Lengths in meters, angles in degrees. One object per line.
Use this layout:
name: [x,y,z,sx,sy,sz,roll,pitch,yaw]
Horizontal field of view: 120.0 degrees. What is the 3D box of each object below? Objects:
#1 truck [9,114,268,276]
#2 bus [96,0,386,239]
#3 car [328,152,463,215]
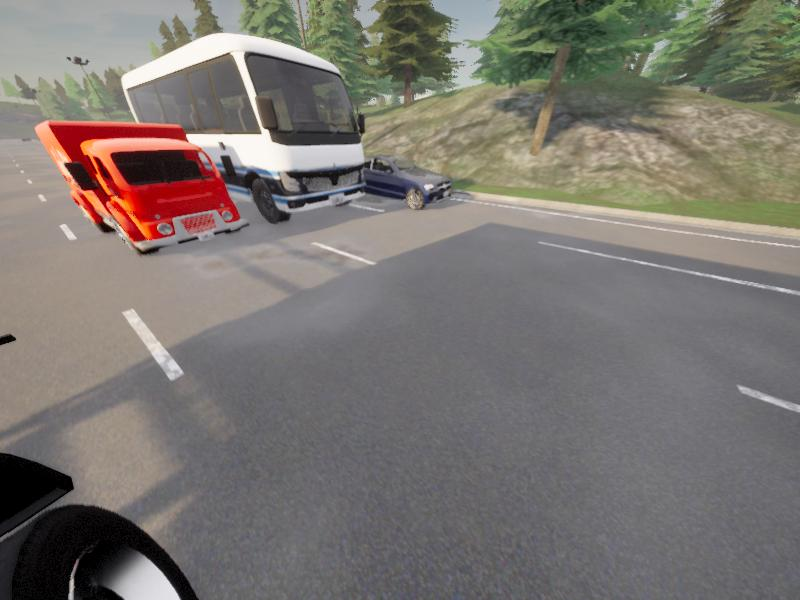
truck: [-6.454,-2.971,5.896,5.204,2.467,2.627,22,41,28]
bus: [-5.849,-6.003,8.651,10.273,4.253,3.944,22,41,28]
car: [-0.321,-5.046,9.633,5.027,1.651,2.152,22,41,28]
